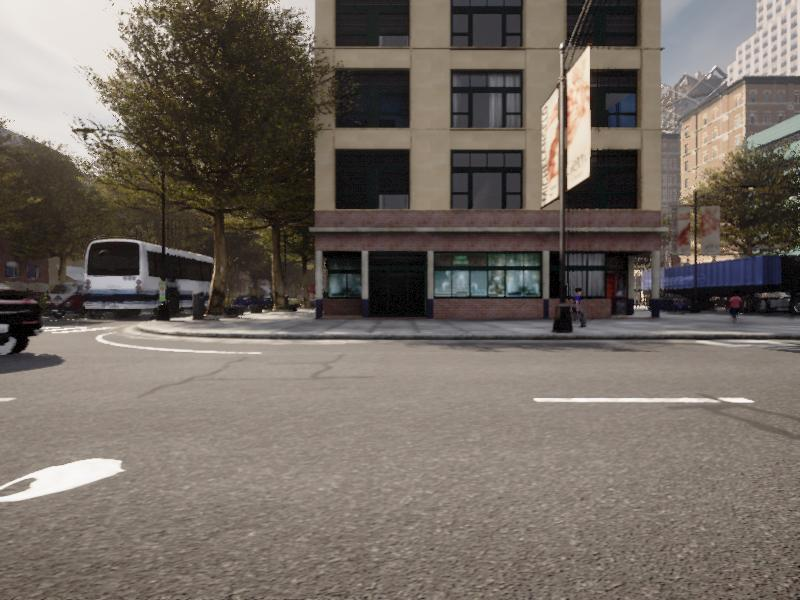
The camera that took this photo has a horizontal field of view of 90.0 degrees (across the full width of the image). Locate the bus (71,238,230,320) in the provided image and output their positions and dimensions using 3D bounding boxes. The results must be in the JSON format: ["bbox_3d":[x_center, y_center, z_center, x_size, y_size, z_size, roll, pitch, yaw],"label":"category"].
[{"bbox_3d":[-15.167,-1.125,25.958,3.944,4.253,10.273,0,0,0],"label":"bus"}]

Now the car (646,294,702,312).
[{"bbox_3d":[22.899,0.245,33.673,1.816,1.474,4.193,0,0,0],"label":"car"}]

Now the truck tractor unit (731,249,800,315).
[{"bbox_3d":[26.973,-1.131,27.547,3.053,4.208,6.516,0,0,2],"label":"truck tractor unit"}]

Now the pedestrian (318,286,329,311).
[{"bbox_3d":[-5.840,-0.112,30.680,0.751,1.860,0.751,0,0,-4],"label":"pedestrian"}]

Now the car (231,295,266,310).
[{"bbox_3d":[-15.079,0.277,40.062,1.812,1.442,4.674,0,0,0],"label":"car"}]

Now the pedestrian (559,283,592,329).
[{"bbox_3d":[5.180,0.163,11.840,0.751,1.300,0.751,0,0,11],"label":"pedestrian"}]

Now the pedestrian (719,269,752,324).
[{"bbox_3d":[11.787,-0.120,14.083,0.751,1.860,0.751,0,0,28],"label":"pedestrian"}]

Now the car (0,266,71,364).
[{"bbox_3d":[-8.570,0.239,6.772,4.902,1.511,2.128,0,0,14],"label":"car"}]

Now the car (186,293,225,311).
[{"bbox_3d":[-18.573,0.196,38.370,1.851,1.617,3.988,0,0,0],"label":"car"}]

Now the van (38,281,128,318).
[{"bbox_3d":[-18.541,0.009,23.714,1.775,1.987,4.442,0,0,0],"label":"van"}]

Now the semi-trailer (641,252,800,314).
[{"bbox_3d":[27.031,-1.228,35.458,2.717,4.402,14.254,0,0,0],"label":"semi-trailer"}]
